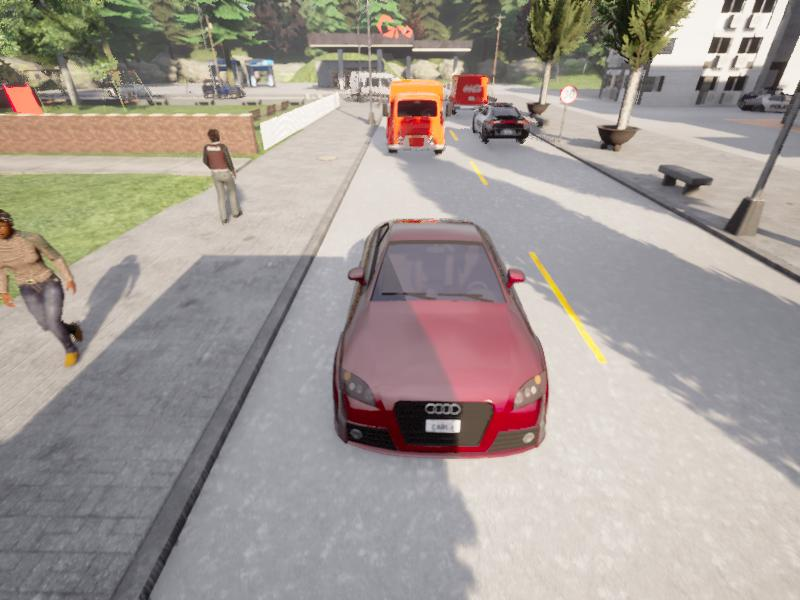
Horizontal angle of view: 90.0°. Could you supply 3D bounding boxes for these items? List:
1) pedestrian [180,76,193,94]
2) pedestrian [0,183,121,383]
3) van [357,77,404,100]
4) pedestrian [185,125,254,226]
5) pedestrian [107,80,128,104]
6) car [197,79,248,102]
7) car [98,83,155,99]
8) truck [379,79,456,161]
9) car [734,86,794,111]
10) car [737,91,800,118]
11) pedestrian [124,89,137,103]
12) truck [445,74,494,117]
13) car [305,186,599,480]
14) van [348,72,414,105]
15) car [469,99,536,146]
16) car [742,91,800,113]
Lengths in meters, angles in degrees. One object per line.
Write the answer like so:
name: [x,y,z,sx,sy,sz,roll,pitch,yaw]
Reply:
pedestrian: [-26.011,-26.231,48.773,0.751,1.860,0.751,-5,31,-8]
pedestrian: [-3.773,-0.158,4.171,0.751,1.860,0.751,-8,31,-14]
van: [-2.026,-22.091,41.745,4.480,2.038,2.069,15,32,25]
pedestrian: [-3.675,-2.569,8.293,0.751,1.860,0.751,-2,30,-3]
pedestrian: [-24.961,-18.394,35.340,0.751,1.860,0.751,1,30,1]
car: [-17.567,-20.852,39.770,3.866,1.878,1.905,0,30,1]
car: [-29.665,-22.788,43.516,4.674,1.442,1.812,0,30,1]
truck: [0.649,-7.563,16.457,2.627,2.467,5.204,1,31,1]
car: [28.881,-16.112,31.929,1.845,1.501,3.633,6,31,11]
car: [28.489,-14.493,29.643,4.974,1.542,2.038,17,34,26]
pedestrian: [-24.201,-18.299,35.931,0.500,1.100,0.500,4,31,7]
truck: [4.904,-15.081,29.336,2.627,2.467,5.204,0,30,0]
car: [0.402,-0.137,4.877,1.994,1.385,4.181,1,30,1]
van: [-1.815,-19.962,37.614,5.915,2.561,1.988,17,32,26]
car: [4.703,-8.623,19.218,2.038,1.542,4.974,1,30,1]
car: [28.444,-14.642,29.587,4.536,1.218,1.853,17,34,26]
